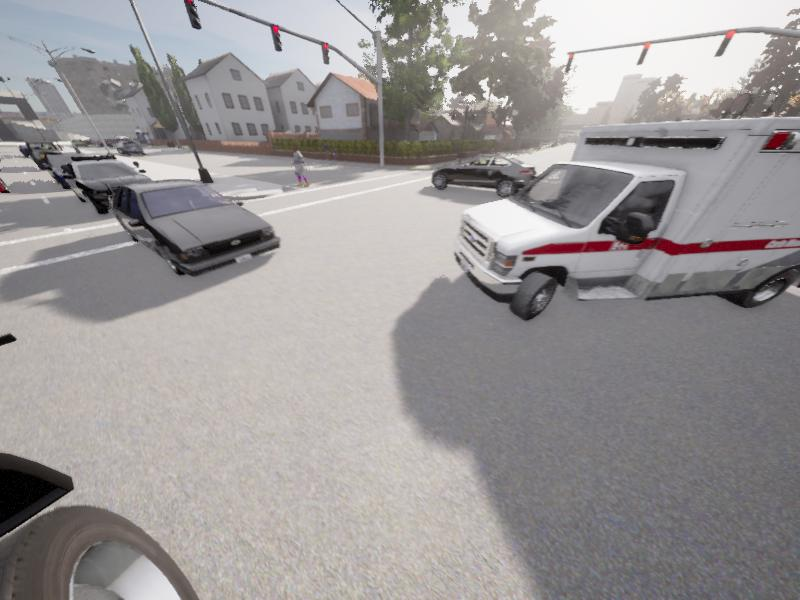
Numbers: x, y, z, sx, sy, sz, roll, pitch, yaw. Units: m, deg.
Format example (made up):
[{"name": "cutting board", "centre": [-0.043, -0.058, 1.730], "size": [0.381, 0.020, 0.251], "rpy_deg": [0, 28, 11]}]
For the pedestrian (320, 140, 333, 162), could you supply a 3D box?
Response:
[{"name": "pedestrian", "centre": [-7.509, -15.290, 23.646], "size": [0.751, 1.860, 0.751], "rpy_deg": [-30, 45, -35]}]

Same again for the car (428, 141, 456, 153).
[{"name": "car", "centre": [6.606, -24.174, 36.464], "size": [3.806, 1.475, 1.970], "rpy_deg": [23, 41, 28]}]

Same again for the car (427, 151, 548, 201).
[{"name": "car", "centre": [4.143, -6.374, 11.610], "size": [5.027, 1.651, 2.152], "rpy_deg": [22, 41, 28]}]

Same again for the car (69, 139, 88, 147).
[{"name": "car", "centre": [-74.978, -36.642, 53.948], "size": [4.514, 1.525, 2.007], "rpy_deg": [30, 44, 35]}]

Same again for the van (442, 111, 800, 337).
[{"name": "van", "centre": [4.243, -1.378, 3.811], "size": [6.366, 2.431, 2.351], "rpy_deg": [-4, 35, -6]}]

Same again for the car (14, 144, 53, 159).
[{"name": "car", "centre": [-43.916, -17.828, 27.672], "size": [4.718, 1.301, 1.895], "rpy_deg": [22, 41, 28]}]

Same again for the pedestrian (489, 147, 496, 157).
[{"name": "pedestrian", "centre": [12.643, -20.273, 31.609], "size": [0.500, 1.100, 0.500], "rpy_deg": [23, 41, 29]}]

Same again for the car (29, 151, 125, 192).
[{"name": "car", "centre": [-17.515, -7.095, 12.532], "size": [4.792, 1.488, 2.163], "rpy_deg": [22, 41, 28]}]

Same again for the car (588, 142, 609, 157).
[{"name": "car", "centre": [31.443, -23.977, 36.685], "size": [1.932, 1.855, 4.605], "rpy_deg": [22, 40, 28]}]

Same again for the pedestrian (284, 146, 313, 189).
[{"name": "pedestrian", "centre": [-5.241, -6.926, 12.047], "size": [0.751, 1.860, 0.751], "rpy_deg": [-29, 44, -35]}]

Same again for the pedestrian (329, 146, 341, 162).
[{"name": "pedestrian", "centre": [-6.729, -15.137, 23.924], "size": [0.751, 1.300, 0.751], "rpy_deg": [22, 40, 28]}]

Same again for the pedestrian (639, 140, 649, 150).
[{"name": "pedestrian", "centre": [55.854, -35.467, 52.926], "size": [0.751, 1.860, 0.751], "rpy_deg": [14, 37, 19]}]

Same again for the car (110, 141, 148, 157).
[{"name": "car", "centre": [-37.245, -20.859, 31.761], "size": [4.856, 1.649, 2.033], "rpy_deg": [22, 41, 28]}]

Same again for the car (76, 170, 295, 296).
[{"name": "car", "centre": [-5.211, -2.020, 5.523], "size": [5.357, 1.411, 2.033], "rpy_deg": [22, 41, 28]}]

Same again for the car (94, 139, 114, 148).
[{"name": "car", "centre": [-67.742, -35.862, 52.840], "size": [4.974, 1.542, 2.038], "rpy_deg": [27, 43, 32]}]

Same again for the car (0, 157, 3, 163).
[{"name": "car", "centre": [-41.002, -14.416, 22.345], "size": [4.605, 1.855, 1.932], "rpy_deg": [23, 41, 28]}]

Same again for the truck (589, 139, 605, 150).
[{"name": "truck", "centre": [50.639, -40.000, 59.371], "size": [2.390, 2.098, 6.274], "rpy_deg": [22, 41, 28]}]

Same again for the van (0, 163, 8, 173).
[{"name": "van", "centre": [-30.848, -10.303, 16.473], "size": [4.480, 2.038, 2.069], "rpy_deg": [21, 40, 27]}]

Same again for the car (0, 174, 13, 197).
[{"name": "car", "centre": [-19.732, -5.495, 10.331], "size": [4.181, 1.385, 1.994], "rpy_deg": [22, 41, 28]}]

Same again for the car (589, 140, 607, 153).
[{"name": "car", "centre": [41.186, -32.111, 48.200], "size": [2.150, 2.045, 5.566], "rpy_deg": [22, 41, 28]}]

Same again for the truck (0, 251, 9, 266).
[{"name": "truck", "centre": [-7.722, -0.025, 2.043], "size": [2.390, 2.098, 6.274], "rpy_deg": [-25, 42, -33]}]

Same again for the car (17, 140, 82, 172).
[{"name": "car", "centre": [-27.414, -11.315, 18.070], "size": [3.866, 1.878, 1.905], "rpy_deg": [22, 41, 28]}]

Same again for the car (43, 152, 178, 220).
[{"name": "car", "centre": [-11.132, -4.570, 8.871], "size": [5.238, 1.638, 1.930], "rpy_deg": [22, 40, 27]}]
